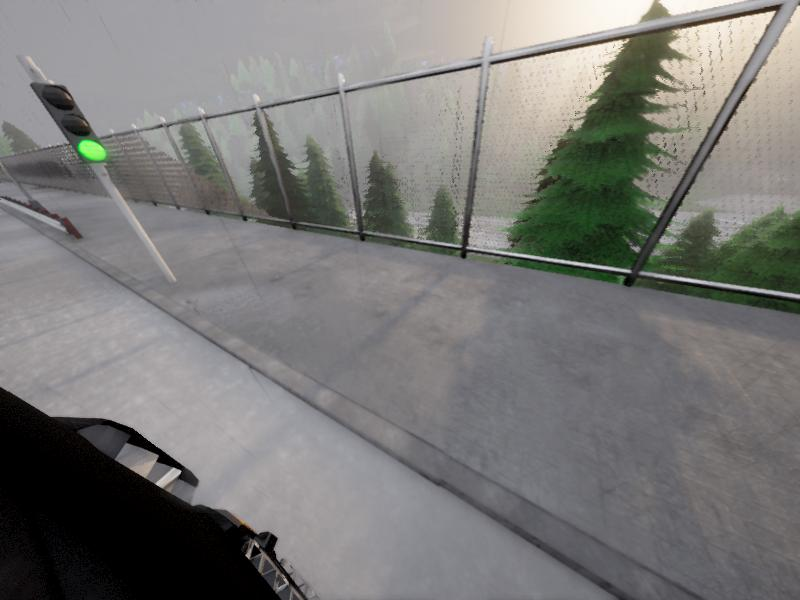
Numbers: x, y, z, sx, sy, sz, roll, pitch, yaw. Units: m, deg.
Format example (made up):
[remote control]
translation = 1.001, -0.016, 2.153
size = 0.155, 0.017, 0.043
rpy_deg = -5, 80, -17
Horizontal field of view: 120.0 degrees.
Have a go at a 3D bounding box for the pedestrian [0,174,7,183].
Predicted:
[pedestrian]
translation = -61.636, -18.959, 35.329
size = 0.751, 1.860, 0.751
rpy_deg = 19, 39, 29
